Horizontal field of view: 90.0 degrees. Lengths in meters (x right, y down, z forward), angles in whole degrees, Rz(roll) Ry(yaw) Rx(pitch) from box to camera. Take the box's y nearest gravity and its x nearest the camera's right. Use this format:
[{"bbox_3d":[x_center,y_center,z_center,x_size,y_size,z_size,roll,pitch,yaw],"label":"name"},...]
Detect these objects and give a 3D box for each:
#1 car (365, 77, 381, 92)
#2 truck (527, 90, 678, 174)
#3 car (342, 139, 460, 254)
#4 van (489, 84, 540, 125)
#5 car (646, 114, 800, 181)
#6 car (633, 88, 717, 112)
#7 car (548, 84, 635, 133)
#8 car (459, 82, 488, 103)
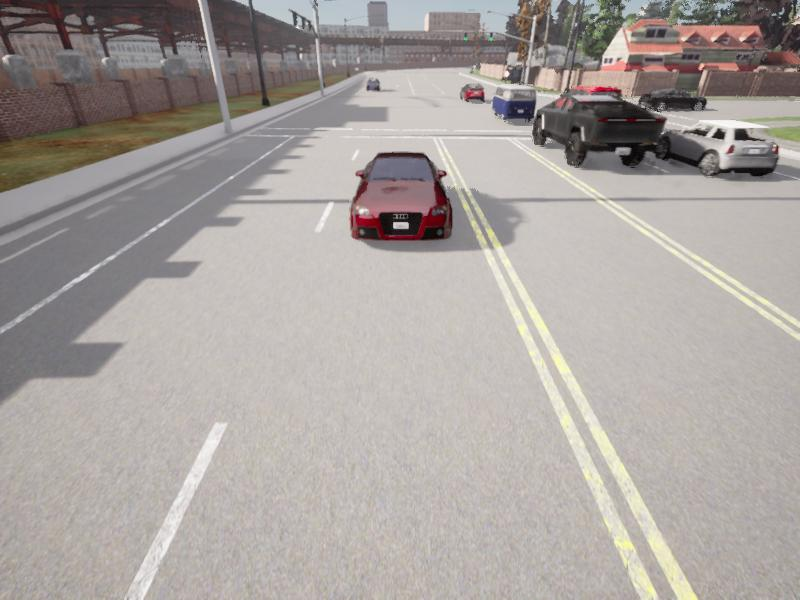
[{"bbox_3d":[-3.462,-28.053,52.084,1.845,1.501,3.633,0,31,0],"label":"car"},{"bbox_3d":[7.011,-6.536,15.053,2.390,2.098,6.274,0,30,0],"label":"truck"},{"bbox_3d":[0.024,-2.522,8.927,1.994,1.385,4.181,0,30,0],"label":"car"},{"bbox_3d":[7.022,-12.309,25.007,1.775,1.987,4.442,0,30,0],"label":"van"},{"bbox_3d":[10.520,-5.243,13.466,1.970,1.475,3.806,0,30,0],"label":"car"},{"bbox_3d":[21.141,-15.478,30.925,4.892,1.490,1.837,-1,30,-2],"label":"car"},{"bbox_3d":[10.520,-10.974,22.678,2.150,2.045,5.566,0,31,0],"label":"car"},{"bbox_3d":[7.029,-20.107,38.717,2.007,1.525,4.514,0,30,0],"label":"car"}]
